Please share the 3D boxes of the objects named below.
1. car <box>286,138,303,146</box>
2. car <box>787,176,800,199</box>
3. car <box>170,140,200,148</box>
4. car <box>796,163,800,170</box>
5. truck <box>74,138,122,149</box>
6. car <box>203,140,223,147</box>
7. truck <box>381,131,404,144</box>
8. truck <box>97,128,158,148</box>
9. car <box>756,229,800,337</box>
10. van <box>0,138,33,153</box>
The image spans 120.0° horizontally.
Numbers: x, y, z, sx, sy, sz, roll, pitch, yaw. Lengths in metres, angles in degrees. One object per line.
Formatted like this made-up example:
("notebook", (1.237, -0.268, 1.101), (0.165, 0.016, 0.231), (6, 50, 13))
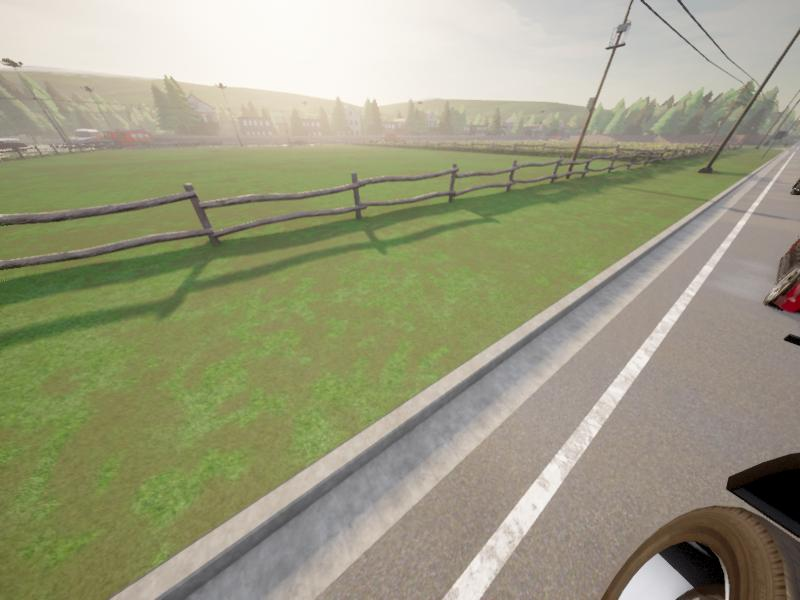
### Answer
("car", (-30.722, -45.951, 67.218), (3.866, 1.878, 1.905), (-22, 41, -28))
("car", (20.227, -5.648, 10.449), (5.027, 1.651, 2.152), (-22, 41, -28))
("car", (-53.685, -39.149, 57.840), (5.238, 1.638, 1.930), (-22, 41, -28))
("car", (34.841, -11.480, 18.789), (4.792, 1.488, 2.163), (-22, 41, -28))
("truck", (-68.360, -35.628, 52.486), (2.390, 2.098, 6.274), (28, 44, 33))
("car", (-52.785, -44.378, 65.320), (3.988, 1.617, 1.851), (-22, 41, -28))
("truck", (-2.859, -62.789, 89.263), (8.468, 3.827, 2.891), (-22, 41, -28))
("truck", (-66.596, -39.808, 56.892), (8.468, 3.827, 2.891), (-22, 41, -28))
("car", (7.593, -0.454, 3.350), (4.181, 1.385, 1.994), (-22, 41, -28))
("van", (-68.624, -26.970, 40.319), (2.069, 2.038, 4.480), (-8, 36, -11))
